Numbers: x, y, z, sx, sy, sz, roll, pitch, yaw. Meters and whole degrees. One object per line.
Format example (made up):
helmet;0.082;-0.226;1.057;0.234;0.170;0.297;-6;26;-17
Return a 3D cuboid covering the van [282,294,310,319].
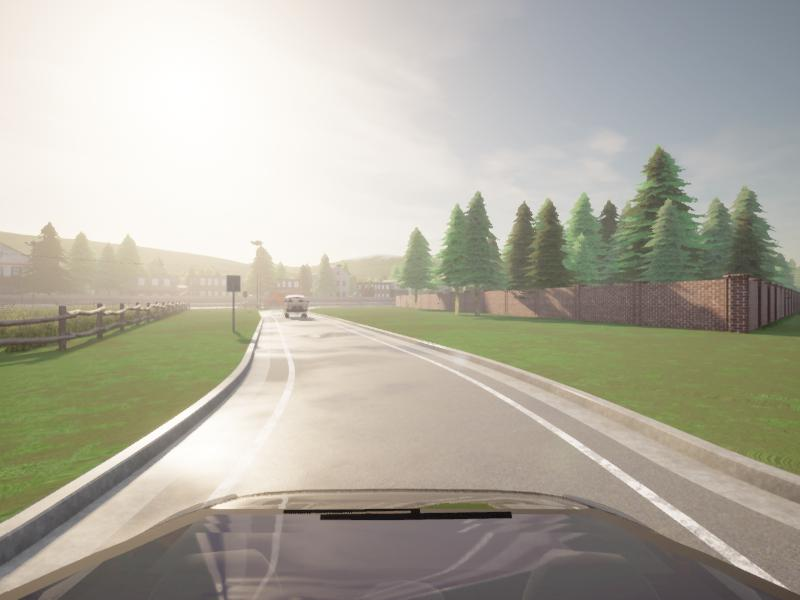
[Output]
van;-9.216;0.574;35.170;2.069;2.038;4.480;0;0;-20

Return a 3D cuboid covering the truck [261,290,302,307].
truck;-26.455;-0.324;89.917;8.468;3.827;2.891;0;0;-43
